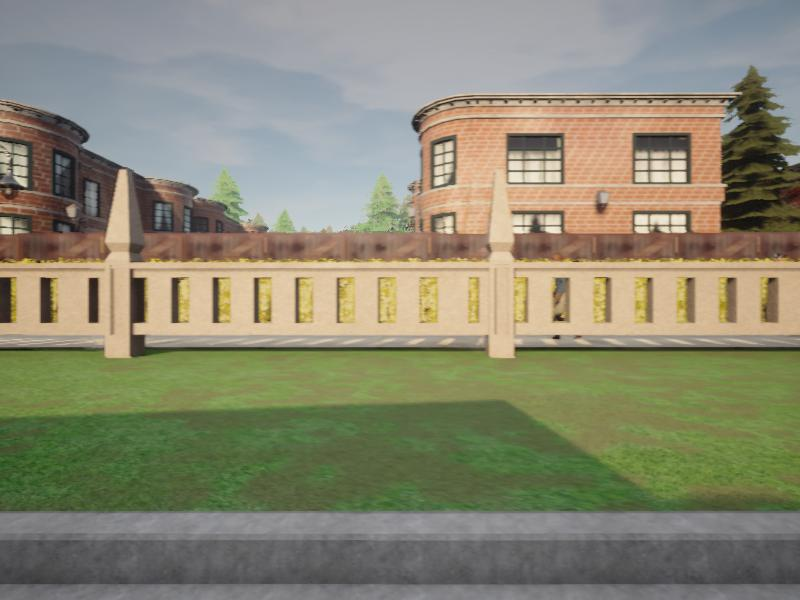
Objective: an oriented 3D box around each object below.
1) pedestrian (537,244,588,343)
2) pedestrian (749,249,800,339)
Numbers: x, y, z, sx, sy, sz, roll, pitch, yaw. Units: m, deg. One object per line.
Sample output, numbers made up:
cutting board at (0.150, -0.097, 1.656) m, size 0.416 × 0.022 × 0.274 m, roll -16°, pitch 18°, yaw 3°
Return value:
pedestrian at (3.191, -0.116, 7.929) m, size 0.751 × 1.860 × 0.751 m, roll 0°, pitch 0°, yaw 6°
pedestrian at (8.227, -0.118, 8.616) m, size 0.751 × 1.860 × 0.751 m, roll 0°, pitch 0°, yaw 0°
